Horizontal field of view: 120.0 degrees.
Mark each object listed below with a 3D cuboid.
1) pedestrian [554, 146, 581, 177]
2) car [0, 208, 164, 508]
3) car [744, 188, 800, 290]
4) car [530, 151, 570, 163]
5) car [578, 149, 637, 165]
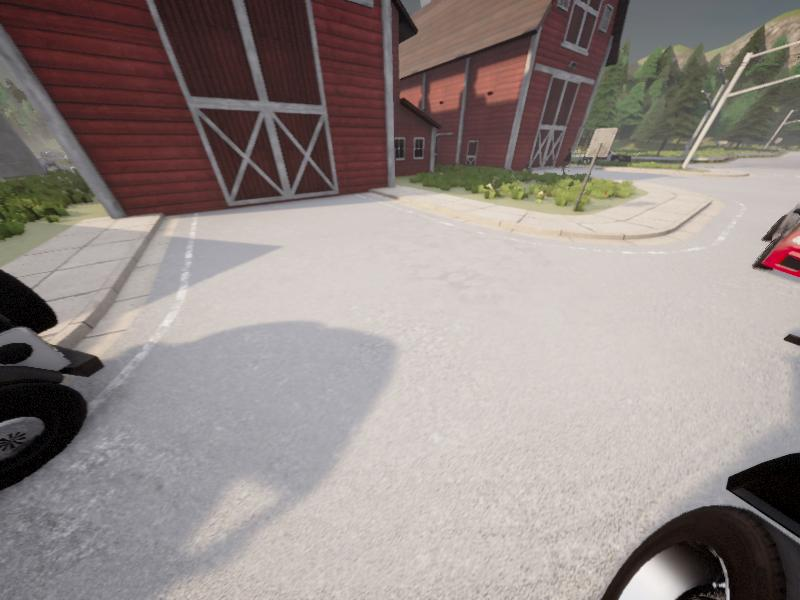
[{"bbox_3d":[12.274,-10.197,17.005,0.751,1.860,0.751,-11,35,-15],"label":"pedestrian"},{"bbox_3d":[-4.057,1.059,0.759,1.905,1.878,3.866,11,37,7],"label":"car"},{"bbox_3d":[9.734,-1.441,4.706,4.611,1.667,2.242,-22,39,-28],"label":"car"},{"bbox_3d":[23.115,-22.158,35.710,1.895,1.301,4.718,-21,39,-28],"label":"car"},{"bbox_3d":[27.258,-18.949,30.543,1.930,1.638,5.238,-21,39,-28],"label":"car"}]
